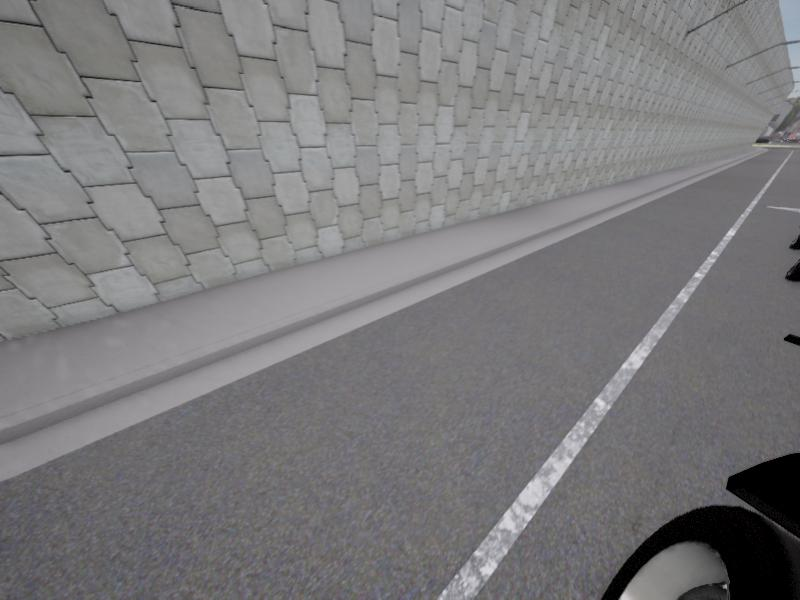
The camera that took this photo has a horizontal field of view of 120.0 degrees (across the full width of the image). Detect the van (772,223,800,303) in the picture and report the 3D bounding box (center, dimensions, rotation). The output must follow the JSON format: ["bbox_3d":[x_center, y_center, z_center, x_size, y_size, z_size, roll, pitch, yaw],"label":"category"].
[{"bbox_3d":[8.736,-1.230,3.846,4.442,1.987,1.775,-22,41,-28],"label":"van"}]
